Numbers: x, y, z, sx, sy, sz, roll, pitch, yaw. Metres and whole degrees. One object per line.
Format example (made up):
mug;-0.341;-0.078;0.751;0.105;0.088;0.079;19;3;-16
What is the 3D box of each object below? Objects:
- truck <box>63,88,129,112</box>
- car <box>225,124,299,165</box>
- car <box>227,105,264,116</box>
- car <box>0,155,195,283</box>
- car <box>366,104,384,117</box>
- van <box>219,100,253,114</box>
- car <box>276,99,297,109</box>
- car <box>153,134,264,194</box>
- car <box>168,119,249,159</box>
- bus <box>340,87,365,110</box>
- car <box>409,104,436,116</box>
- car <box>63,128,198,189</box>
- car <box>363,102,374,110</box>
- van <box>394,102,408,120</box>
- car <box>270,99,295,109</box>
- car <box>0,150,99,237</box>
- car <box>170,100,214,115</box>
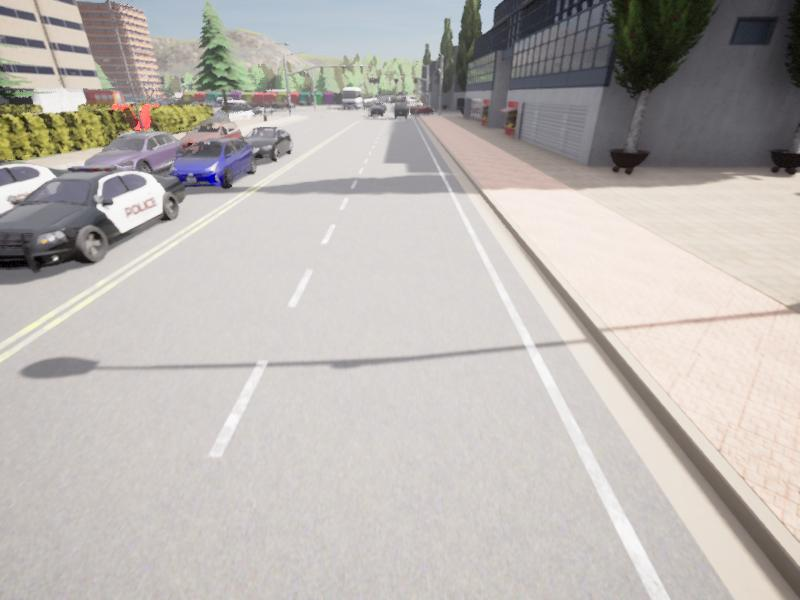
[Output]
truck;-54.557;-35.959;72.000;8.468;3.827;2.891;0;27;0
car;-6.962;-8.233;20.918;2.128;1.511;4.902;0;27;0
car;-24.423;-30.052;63.275;4.902;1.511;2.128;0;27;0
car;-6.981;-2.127;9.041;2.038;1.542;4.974;0;27;0
car;-3.890;-28.849;60.817;1.930;1.638;5.238;-5;28;-11
van;-27.112;-31.920;66.246;4.480;2.038;2.069;0;27;0
car;-24.768;-42.947;87.502;3.866;1.878;1.905;0;27;0
car;-6.970;-5.323;15.251;2.007;1.525;4.514;0;27;0
car;-10.461;-9.092;22.395;2.242;1.667;4.611;0;27;0
bus;-10.323;-44.181;87.693;3.944;4.253;10.273;1;27;1
car;3.570;-30.174;63.500;3.705;1.549;1.789;-14;30;-25
car;-10.468;-5.852;16.151;2.033;1.649;4.856;0;27;0
car;-6.942;-42.989;88.406;1.837;1.490;4.892;1;27;1
van;0.146;-25.787;54.507;1.775;1.987;4.442;1;27;1
car;-24.828;-41.624;84.927;4.605;1.855;1.932;0;27;0
car;-10.479;-2.623;9.989;2.038;1.542;4.974;0;27;0
car;-32.758;-30.326;63.120;5.566;2.045;2.150;0;27;0
